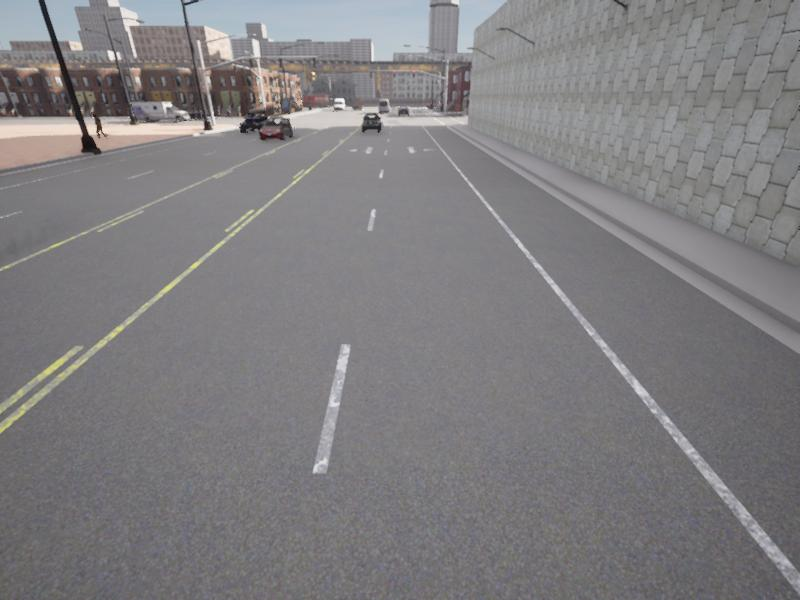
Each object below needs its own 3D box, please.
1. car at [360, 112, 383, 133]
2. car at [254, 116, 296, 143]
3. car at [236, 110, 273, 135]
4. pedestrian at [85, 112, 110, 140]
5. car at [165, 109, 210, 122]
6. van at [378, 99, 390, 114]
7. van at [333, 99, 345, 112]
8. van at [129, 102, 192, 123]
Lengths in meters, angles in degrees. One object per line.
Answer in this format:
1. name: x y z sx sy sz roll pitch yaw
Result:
1. car: -2.708 -17.209 38.705 1.851 1.617 3.988 0 27 0
2. car: -9.554 -13.238 30.950 1.851 1.617 3.988 0 27 1
3. car: -13.182 -16.227 36.519 1.905 1.878 3.866 0 27 0
4. pedestrian: -22.735 -13.077 30.111 0.751 1.860 0.751 7 28 14
5. car: -29.405 -25.608 55.425 4.902 1.511 2.128 0 27 0
6. van: -3.025 -37.848 78.171 1.988 2.561 5.915 0 27 1
7. van: -13.564 -43.519 89.351 1.988 2.561 5.915 -1 27 -1
8. van: -31.040 -24.415 52.085 6.366 2.431 2.351 0 27 0
